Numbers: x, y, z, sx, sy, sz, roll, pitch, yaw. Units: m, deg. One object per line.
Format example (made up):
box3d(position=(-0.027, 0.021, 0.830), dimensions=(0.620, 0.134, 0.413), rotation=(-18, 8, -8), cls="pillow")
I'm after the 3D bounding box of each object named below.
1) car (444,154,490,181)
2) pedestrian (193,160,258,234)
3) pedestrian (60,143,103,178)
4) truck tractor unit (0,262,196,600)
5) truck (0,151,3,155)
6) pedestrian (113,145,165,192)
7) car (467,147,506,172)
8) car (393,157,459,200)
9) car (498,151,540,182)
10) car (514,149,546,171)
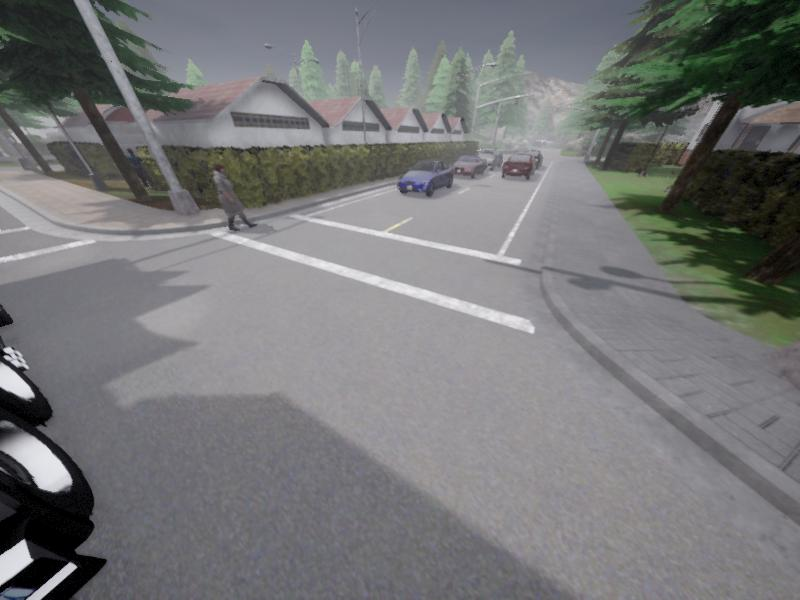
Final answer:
box3d(position=(5.170, -10.242, 17.641), dimensions=(1.994, 1.385, 4.181), rotation=(19, 39, 25), cls="car")
box3d(position=(-5.035, -3.015, 6.826), dimensions=(0.751, 1.860, 0.751), rotation=(-7, 36, -11), cls="pedestrian")
box3d(position=(-20.604, -9.018, 14.975), dimensions=(0.751, 1.860, 0.751), rotation=(19, 39, 25), cls="pedestrian")
box3d(position=(-5.113, -0.295, 0.801), dimensions=(6.516, 4.208, 3.053), rotation=(18, 39, 25), cls="truck tractor unit")
box3d(position=(-64.841, -22.944, 34.321), dimensions=(2.627, 2.467, 5.204), rotation=(19, 39, 24), cls="truck")
box3d(position=(-12.498, -6.328, 11.127), dimensions=(0.751, 1.860, 0.751), rotation=(19, 39, 25), cls="pedestrian")
box3d(position=(8.338, -13.485, 22.053), dimensions=(2.152, 1.651, 5.027), rotation=(19, 39, 24), cls="car")
box3d(position=(1.490, -6.690, 12.474), dimensions=(1.816, 1.474, 4.193), rotation=(19, 39, 24), cls="car")
box3d(position=(9.060, -10.143, 17.377), dimensions=(1.882, 1.535, 5.008), rotation=(19, 39, 24), cls="car")
box3d(position=(12.793, -13.796, 22.595), dimensions=(1.882, 1.535, 5.008), rotation=(19, 39, 24), cls="car")
